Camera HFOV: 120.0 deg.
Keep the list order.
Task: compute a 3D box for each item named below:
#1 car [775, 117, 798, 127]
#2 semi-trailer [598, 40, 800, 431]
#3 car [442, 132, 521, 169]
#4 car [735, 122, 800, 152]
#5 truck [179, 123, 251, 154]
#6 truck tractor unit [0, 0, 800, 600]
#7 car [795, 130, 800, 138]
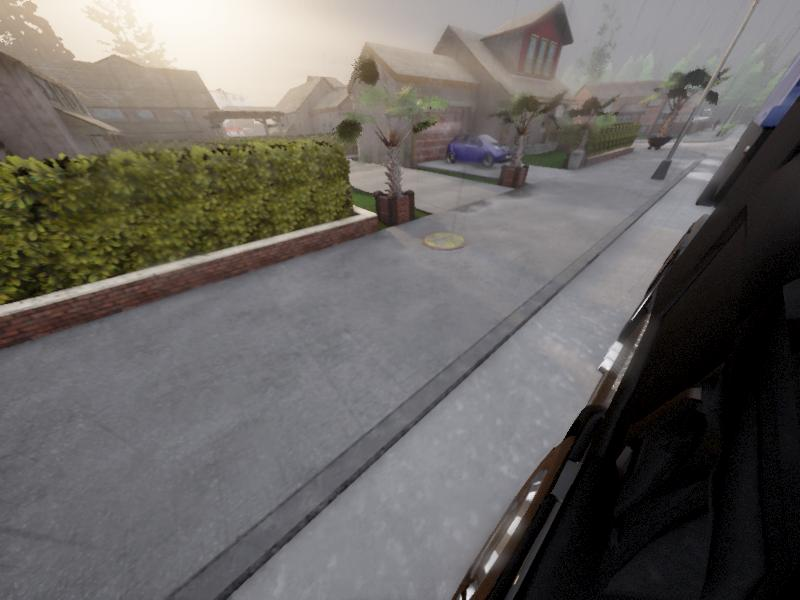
[{"bbox_3d":[81.803,-37.717,48.948,5.008,1.535,1.882,-28,43,-30],"label":"car"},{"bbox_3d":[8.700,-3.579,4.263,14.254,4.402,2.717,-28,43,-30],"label":"semi-trailer"},{"bbox_3d":[4.498,-8.639,13.243,1.845,1.501,3.633,-30,45,-32],"label":"car"},{"bbox_3d":[28.214,-12.691,17.882,5.238,1.638,1.930,-28,43,-30],"label":"car"},{"bbox_3d":[-30.796,-27.279,38.921,8.468,3.827,2.891,-28,43,-30],"label":"truck"},{"bbox_3d":[2.645,-0.295,0.351,6.516,4.208,3.053,-28,44,-30],"label":"truck tractor unit"},{"bbox_3d":[44.669,-18.312,24.474,4.553,1.767,2.097,-27,43,-30],"label":"car"}]
